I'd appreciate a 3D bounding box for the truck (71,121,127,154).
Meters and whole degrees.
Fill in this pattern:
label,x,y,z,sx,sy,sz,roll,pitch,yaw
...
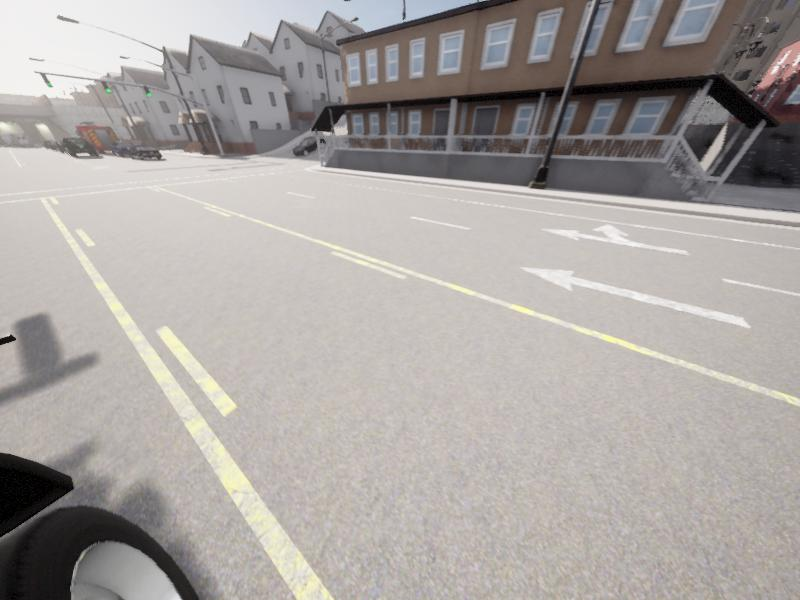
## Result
label,x,y,z,sx,sy,sz,roll,pitch,yaw
truck,-46.517,-24.986,35.695,8.468,3.827,2.891,22,41,28

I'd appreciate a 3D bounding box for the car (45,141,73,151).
label,x,y,z,sx,sy,sz,roll,pitch,yaw
car,-60.114,-27.112,40.712,4.181,1.385,1.994,22,41,28

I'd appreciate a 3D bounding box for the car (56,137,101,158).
label,x,y,z,sx,sy,sz,roll,pitch,yaw
car,-41.483,-19.716,29.788,5.566,2.045,2.150,22,41,28

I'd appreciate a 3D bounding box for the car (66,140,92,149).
label,x,y,z,sx,sy,sz,roll,pitch,yaw
car,-66.492,-32.211,47.819,4.902,1.511,2.128,21,40,27

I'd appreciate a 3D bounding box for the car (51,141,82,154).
label,x,y,z,sx,sy,sz,roll,pitch,yaw
car,-51.951,-23.801,35.978,4.892,1.490,1.837,23,41,28

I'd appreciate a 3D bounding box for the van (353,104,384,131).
label,x,y,z,sx,sy,sz,roll,pitch,yaw
van,-4.428,-26.187,33.184,1.775,1.987,4.442,22,58,27

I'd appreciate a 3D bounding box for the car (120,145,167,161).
label,x,y,z,sx,sy,sz,roll,pitch,yaw
car,-29.598,-17.031,26.670,5.357,1.411,2.033,21,40,26

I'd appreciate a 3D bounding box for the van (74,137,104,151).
label,x,y,z,sx,sy,sz,roll,pitch,yaw
van,-56.578,-28.396,41.994,4.480,2.038,2.069,22,41,28

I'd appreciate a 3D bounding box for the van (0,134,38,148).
label,x,y,z,sx,sy,sz,roll,pitch,yaw
van,-83.535,-34.774,50.447,6.366,2.431,2.351,13,37,18

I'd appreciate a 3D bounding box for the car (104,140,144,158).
label,x,y,z,sx,sy,sz,roll,pitch,yaw
car,-36.305,-19.942,30.389,4.553,1.767,2.097,22,41,28

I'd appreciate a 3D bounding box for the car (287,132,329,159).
label,x,y,z,sx,sy,sz,roll,pitch,yaw
car,-12.115,-20.690,30.833,1.882,1.535,5.008,22,56,27
